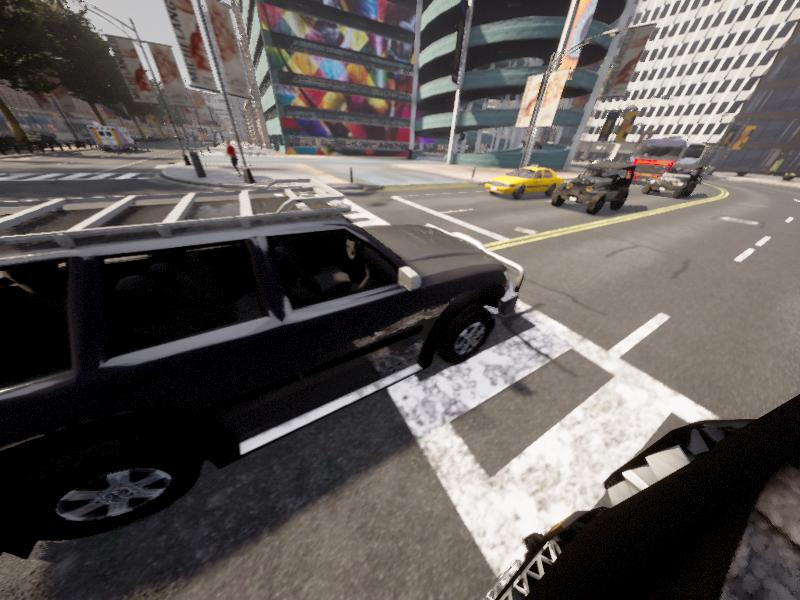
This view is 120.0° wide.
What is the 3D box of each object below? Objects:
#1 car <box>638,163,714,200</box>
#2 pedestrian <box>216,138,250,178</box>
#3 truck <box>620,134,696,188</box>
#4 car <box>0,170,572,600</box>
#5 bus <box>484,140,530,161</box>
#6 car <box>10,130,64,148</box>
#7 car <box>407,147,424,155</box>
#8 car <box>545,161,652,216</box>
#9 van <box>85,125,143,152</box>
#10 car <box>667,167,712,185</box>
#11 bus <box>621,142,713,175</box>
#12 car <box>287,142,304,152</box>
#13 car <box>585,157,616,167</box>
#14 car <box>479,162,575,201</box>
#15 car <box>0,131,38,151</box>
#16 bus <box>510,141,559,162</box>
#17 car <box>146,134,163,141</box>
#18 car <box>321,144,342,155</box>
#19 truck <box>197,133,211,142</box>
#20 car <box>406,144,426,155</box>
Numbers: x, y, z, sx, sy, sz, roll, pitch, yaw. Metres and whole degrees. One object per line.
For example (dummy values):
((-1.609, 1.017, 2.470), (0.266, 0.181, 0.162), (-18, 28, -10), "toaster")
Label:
((18.589, -8.057, 15.593), (3.866, 1.878, 1.905), (-17, 39, -27), "car")
((-9.377, -7.979, 13.029), (0.751, 1.860, 0.751), (14, 35, 16), "pedestrian")
((24.720, -13.416, 22.286), (2.891, 3.827, 8.468), (31, 43, 34), "truck")
((-0.956, -0.092, 2.285), (4.605, 1.855, 1.932), (-17, 39, -26), "car")
((28.240, -40.284, 62.026), (3.944, 4.253, 10.273), (-16, 38, -26), "bus")
((-44.027, -19.633, 28.181), (1.851, 1.617, 3.988), (-16, 38, -26), "car")
((4.056, -39.404, 61.184), (2.007, 1.523, 4.514), (-16, 38, -26), "car")
((9.142, -5.269, 10.730), (3.866, 1.878, 1.905), (-17, 39, -26), "car")
((-35.122, -20.005, 28.686), (2.351, 2.431, 6.366), (-16, 38, -26), "van")
((32.210, -13.929, 25.892), (1.895, 1.301, 4.718), (23, 39, 27), "car")
((46.284, -25.163, 40.981), (3.944, 4.253, 10.273), (4, 33, 0), "bus")
((-21.678, -31.624, 47.640), (2.161, 1.482, 4.786), (-16, 38, -26), "car")
((45.390, -31.259, 52.354), (2.038, 1.542, 4.974), (-5, 35, -11), "car")
((7.306, -6.867, 13.236), (5.366, 1.575, 1.801), (-16, 38, -26), "car")
((-40.691, -16.266, 23.530), (2.128, 1.511, 4.902), (-16, 38, -26), "car")
((35.963, -40.105, 62.357), (3.944, 4.253, 10.273), (-16, 38, -26), "bus")
((-72.829, -48.272, 68.616), (2.033, 1.411, 5.357), (-16, 38, -26), "car")
((-12.286, -26.884, 41.264), (2.128, 1.511, 4.902), (-16, 38, -26), "car")
((-66.876, -55.584, 78.969), (2.627, 2.467, 5.204), (-16, 38, -26), "truck")
((4.102, -39.700, 60.924), (2.435, 2.045, 5.566), (-16, 38, -26), "car")
